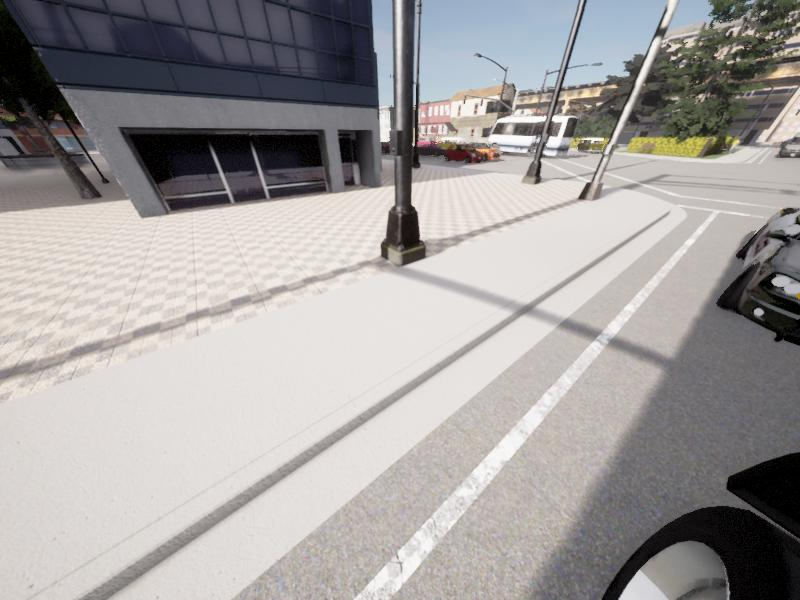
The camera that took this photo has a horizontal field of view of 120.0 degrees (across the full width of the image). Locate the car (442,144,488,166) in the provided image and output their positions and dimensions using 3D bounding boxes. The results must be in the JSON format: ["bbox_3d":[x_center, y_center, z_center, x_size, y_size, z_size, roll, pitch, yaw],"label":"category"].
[{"bbox_3d":[6.394,-14.626,23.128,1.851,1.617,3.988,-23,42,-29],"label":"car"}]

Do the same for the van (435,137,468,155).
[{"bbox_3d":[7.841,-23.832,35.632,2.069,2.038,4.480,-24,43,-29],"label":"van"}]

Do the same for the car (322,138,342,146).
[{"bbox_3d":[-15.039,-34.879,50.897,2.033,1.411,5.357,-24,42,-29],"label":"car"}]

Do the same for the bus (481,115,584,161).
[{"bbox_3d":[16.501,-21.257,30.190,3.944,4.253,10.273,-23,43,-29],"label":"bus"}]

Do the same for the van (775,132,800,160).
[{"bbox_3d":[46.624,-18.049,26.949,5.915,2.561,1.988,-23,41,-29],"label":"van"}]

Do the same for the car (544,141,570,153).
[{"bbox_3d":[27.224,-26.735,40.243,1.801,1.575,5.366,6,36,9],"label":"car"}]

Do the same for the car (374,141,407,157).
[{"bbox_3d":[-1.396,-20.692,31.563,2.033,1.649,4.856,-23,42,-29],"label":"car"}]

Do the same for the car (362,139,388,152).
[{"bbox_3d":[-4.304,-26.421,39.426,1.882,1.535,5.008,-23,43,-29],"label":"car"}]

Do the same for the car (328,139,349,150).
[{"bbox_3d":[-11.329,-28.531,42.270,1.994,1.385,4.181,-23,43,-29],"label":"car"}]

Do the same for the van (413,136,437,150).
[{"bbox_3d":[4.654,-29.726,43.703,1.775,1.987,4.442,-23,43,-29],"label":"van"}]

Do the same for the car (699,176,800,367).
[{"bbox_3d":[6.898,-0.618,3.395,4.974,1.542,2.038,-24,41,-29],"label":"car"}]

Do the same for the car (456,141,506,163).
[{"bbox_3d":[8.747,-16.297,25.311,2.097,1.767,4.553,-23,41,-29],"label":"car"}]

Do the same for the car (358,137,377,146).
[{"bbox_3d":[-7.564,-36.873,53.627,2.038,1.542,4.974,-24,41,-29],"label":"car"}]

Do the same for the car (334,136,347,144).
[{"bbox_3d":[-16.634,-44.911,64.797,1.905,1.878,3.866,-24,40,-29],"label":"car"}]

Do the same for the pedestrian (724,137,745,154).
[{"bbox_3d":[45.907,-21.206,31.716,0.751,1.860,0.751,-14,37,-19],"label":"pedestrian"}]

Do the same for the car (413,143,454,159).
[{"bbox_3d":[4.251,-19.607,30.307,2.033,1.411,5.357,-23,42,-29],"label":"car"}]

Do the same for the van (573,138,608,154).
[{"bbox_3d":[30.420,-24.812,37.097,2.069,2.038,4.480,4,36,7],"label":"van"}]
